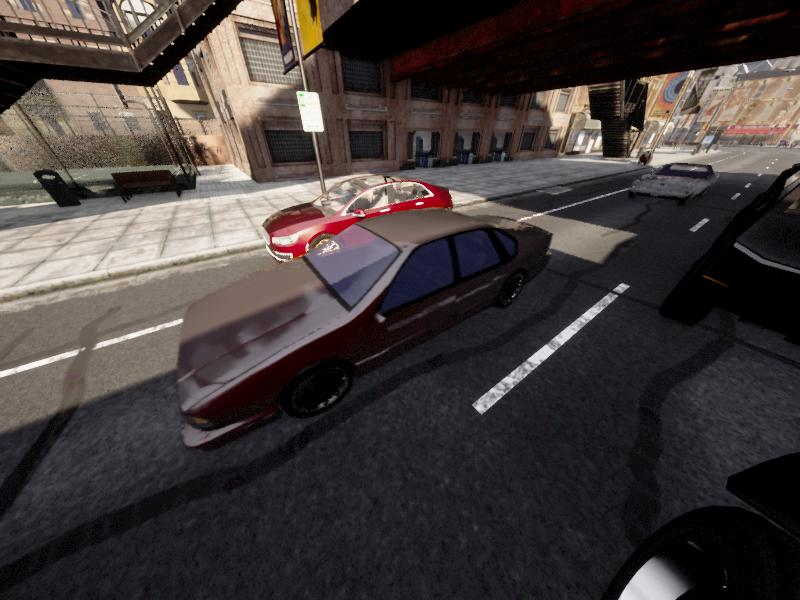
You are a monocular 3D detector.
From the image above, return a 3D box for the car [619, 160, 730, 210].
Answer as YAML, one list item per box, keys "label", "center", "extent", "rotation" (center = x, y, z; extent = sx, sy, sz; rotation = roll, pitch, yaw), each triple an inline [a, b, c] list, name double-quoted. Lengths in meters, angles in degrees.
- label: "car"
  center: [11.939, -5.141, 10.018]
  extent: [4.718, 1.301, 1.895]
  rotation: [-22, 40, -27]

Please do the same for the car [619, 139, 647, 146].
- label: "car"
  center: [68.768, -46.576, 68.285]
  extent: [1.801, 1.575, 5.366]
  rotation: [-12, 37, -16]

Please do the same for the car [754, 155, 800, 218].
- label: "car"
  center: [15.480, -4.256, 8.432]
  extent: [5.238, 1.638, 1.930]
  rotation: [-22, 41, -28]

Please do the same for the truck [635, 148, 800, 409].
- label: "truck"
  center: [6.546, -0.845, 3.304]
  extent: [6.274, 2.098, 2.390]
  rotation: [-22, 40, -28]

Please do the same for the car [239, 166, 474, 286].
- label: "car"
  center: [-0.788, -2.221, 5.761]
  extent: [4.892, 1.521, 2.231]
  rotation: [-22, 41, -28]

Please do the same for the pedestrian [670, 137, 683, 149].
- label: "pedestrian"
  center: [55.911, -31.757, 46.727]
  extent: [0.751, 1.860, 0.751]
  rotation: [20, 40, 26]

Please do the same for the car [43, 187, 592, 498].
- label: "car"
  center: [0.117, -0.416, 3.309]
  extent: [5.357, 1.411, 2.033]
  rotation: [-22, 41, -28]

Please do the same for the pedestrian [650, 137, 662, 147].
- label: "pedestrian"
  center: [57.786, -35.558, 52.117]
  extent: [0.751, 1.860, 0.751]
  rotation: [5, 35, 7]

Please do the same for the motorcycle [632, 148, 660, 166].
- label: "motorcycle"
  center: [21.640, -12.638, 20.381]
  extent: [0.856, 1.236, 1.805]
  rotation: [15, 38, 20]
